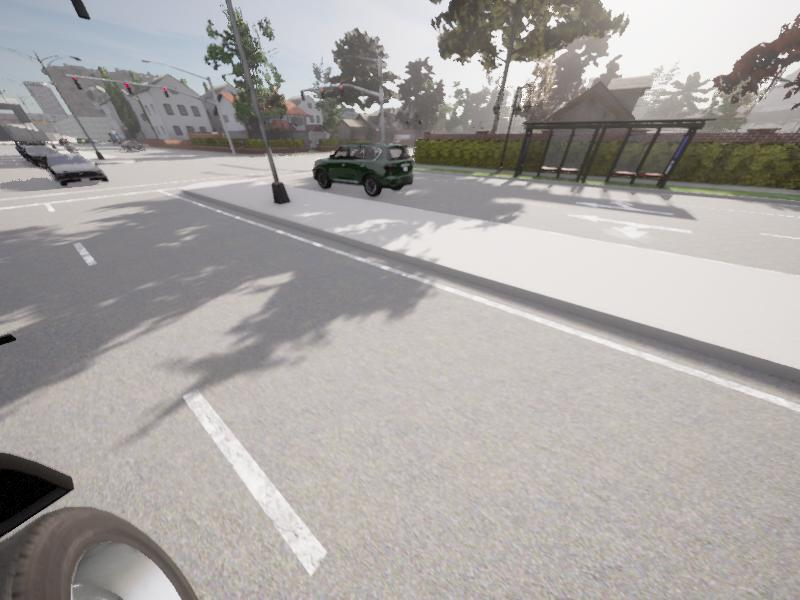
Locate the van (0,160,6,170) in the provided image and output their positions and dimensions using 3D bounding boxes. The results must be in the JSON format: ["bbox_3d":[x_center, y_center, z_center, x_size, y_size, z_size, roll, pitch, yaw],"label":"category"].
[{"bbox_3d":[-34.948,-11.924,18.781,4.480,2.038,2.069,23,41,27],"label":"van"}]

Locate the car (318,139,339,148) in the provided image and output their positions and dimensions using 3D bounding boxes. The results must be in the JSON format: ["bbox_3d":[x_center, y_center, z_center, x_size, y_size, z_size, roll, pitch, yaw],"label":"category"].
[{"bbox_3d":[-15.113,-33.019,48.790,3.806,1.475,1.970,22,41,28],"label":"car"}]

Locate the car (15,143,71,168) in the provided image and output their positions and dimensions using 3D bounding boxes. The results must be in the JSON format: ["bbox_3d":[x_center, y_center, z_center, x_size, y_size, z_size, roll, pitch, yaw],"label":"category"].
[{"bbox_3d":[-32.753,-13.342,21.177,5.238,1.638,1.930,22,40,27],"label":"car"}]

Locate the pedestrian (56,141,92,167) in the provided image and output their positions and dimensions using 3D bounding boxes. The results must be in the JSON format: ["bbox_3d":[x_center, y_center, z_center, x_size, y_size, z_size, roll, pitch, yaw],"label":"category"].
[{"bbox_3d":[-28.236,-12.701,20.069,0.751,1.860,0.751,-7,36,-10],"label":"pedestrian"}]

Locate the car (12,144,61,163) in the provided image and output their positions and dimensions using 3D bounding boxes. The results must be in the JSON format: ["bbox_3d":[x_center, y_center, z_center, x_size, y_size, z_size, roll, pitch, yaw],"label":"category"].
[{"bbox_3d":[-38.564,-15.618,24.503,4.792,1.488,2.163,22,41,28],"label":"car"}]

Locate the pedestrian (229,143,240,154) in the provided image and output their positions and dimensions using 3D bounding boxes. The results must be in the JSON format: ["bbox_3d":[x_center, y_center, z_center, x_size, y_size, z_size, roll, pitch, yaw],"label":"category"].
[{"bbox_3d":[-24.247,-22.216,33.828,0.751,1.300,0.751,27,43,32],"label":"pedestrian"}]

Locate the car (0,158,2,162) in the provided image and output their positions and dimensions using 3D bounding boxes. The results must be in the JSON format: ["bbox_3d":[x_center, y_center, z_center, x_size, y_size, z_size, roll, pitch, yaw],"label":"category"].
[{"bbox_3d":[-44.525,-15.753,24.291,4.605,1.855,1.932,23,41,27],"label":"car"}]

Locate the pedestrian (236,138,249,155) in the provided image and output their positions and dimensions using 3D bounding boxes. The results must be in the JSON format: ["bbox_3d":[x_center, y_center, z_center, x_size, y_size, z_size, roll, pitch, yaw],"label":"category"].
[{"bbox_3d":[-21.665,-21.097,31.785,0.751,1.860,0.751,-30,45,-35],"label":"pedestrian"}]

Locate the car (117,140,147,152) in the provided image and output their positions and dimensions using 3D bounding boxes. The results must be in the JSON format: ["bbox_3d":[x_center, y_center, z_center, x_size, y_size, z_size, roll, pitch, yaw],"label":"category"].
[{"bbox_3d":[-47.704,-27.482,41.151,5.027,1.651,2.152,22,41,28],"label":"car"}]

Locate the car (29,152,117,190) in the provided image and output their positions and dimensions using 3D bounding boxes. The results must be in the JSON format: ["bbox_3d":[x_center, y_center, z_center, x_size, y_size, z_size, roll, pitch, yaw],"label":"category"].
[{"bbox_3d":[-18.919,-7.586,13.326,5.357,1.411,2.033,22,41,28],"label":"car"}]

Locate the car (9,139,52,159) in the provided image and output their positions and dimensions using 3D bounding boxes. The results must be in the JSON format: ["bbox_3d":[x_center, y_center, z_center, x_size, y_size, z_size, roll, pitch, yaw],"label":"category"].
[{"bbox_3d":[-43.786,-17.910,27.361,3.866,1.878,1.905,22,41,28],"label":"car"}]

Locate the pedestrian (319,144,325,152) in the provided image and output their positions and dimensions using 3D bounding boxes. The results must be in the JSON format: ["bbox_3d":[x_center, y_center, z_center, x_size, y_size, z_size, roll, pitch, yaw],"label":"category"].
[{"bbox_3d":[-13.278,-25.816,39.207,0.500,1.100,0.500,23,41,29],"label":"pedestrian"}]

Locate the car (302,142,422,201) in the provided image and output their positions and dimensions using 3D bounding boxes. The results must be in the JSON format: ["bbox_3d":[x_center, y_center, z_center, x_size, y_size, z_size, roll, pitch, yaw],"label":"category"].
[{"bbox_3d":[-1.936,-6.569,11.446,5.566,2.045,2.150,22,41,28],"label":"car"}]
